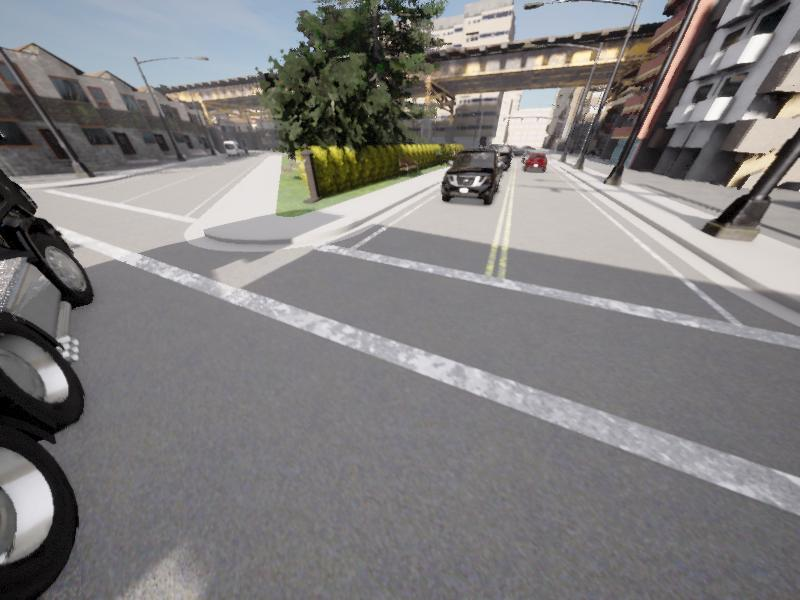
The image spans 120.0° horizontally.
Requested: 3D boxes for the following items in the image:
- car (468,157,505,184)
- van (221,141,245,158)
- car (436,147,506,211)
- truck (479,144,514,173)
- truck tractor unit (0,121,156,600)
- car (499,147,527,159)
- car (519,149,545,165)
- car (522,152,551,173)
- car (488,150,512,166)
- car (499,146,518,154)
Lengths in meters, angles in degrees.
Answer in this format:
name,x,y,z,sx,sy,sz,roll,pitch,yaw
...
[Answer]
name,x,y,z,sx,sy,sz,roll,pitch,yaw
car,6.504,-9.653,17.033,1.895,1.301,4.718,13,37,19
van,-32.360,-29.365,44.975,1.988,2.561,5.915,-12,36,-17
car,3.647,-6.151,11.247,2.150,2.045,5.566,13,37,19
truck,9.664,-14.168,22.924,2.390,2.098,6.274,14,37,19
truck tractor unit,-4.847,-0.503,1.077,6.516,4.208,3.053,28,43,34
car,19.531,-25.438,39.919,4.902,1.511,2.128,-27,43,-34
car,16.718,-18.300,29.498,2.163,1.488,4.792,12,36,17
car,13.048,-13.369,22.320,1.812,1.442,4.674,13,37,19
car,12.445,-17.649,28.561,2.163,1.488,4.792,13,37,19
car,26.154,-36.233,55.639,4.974,1.542,2.038,-27,43,-34
